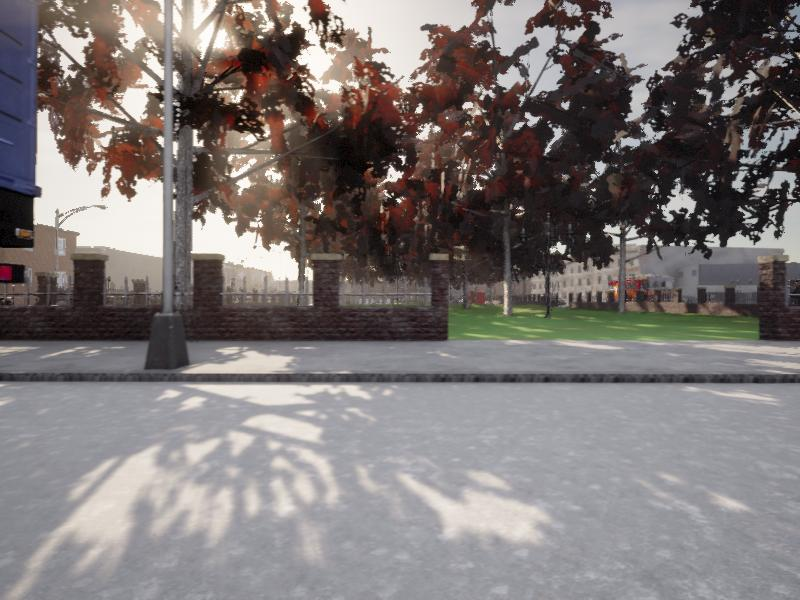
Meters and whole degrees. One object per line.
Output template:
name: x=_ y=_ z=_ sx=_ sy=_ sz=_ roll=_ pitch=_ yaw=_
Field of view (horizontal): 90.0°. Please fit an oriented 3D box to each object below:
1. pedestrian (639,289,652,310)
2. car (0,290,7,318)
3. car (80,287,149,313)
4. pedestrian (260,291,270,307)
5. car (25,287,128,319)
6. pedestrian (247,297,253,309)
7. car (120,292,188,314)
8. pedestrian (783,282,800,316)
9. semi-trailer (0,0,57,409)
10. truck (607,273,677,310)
pedestrian: x=22.313 y=-0.038 z=36.399 sx=0.751 sy=1.860 sz=0.751 roll=0 pitch=0 yaw=0
car: x=-22.260 y=0.204 z=19.126 sx=2.128 sy=1.511 sz=4.902 roll=0 pitch=0 yaw=0
car: x=-21.921 y=0.023 z=31.003 sx=1.932 sy=1.855 sz=4.605 roll=0 pitch=0 yaw=3
pedestrian: x=-15.496 y=-0.089 z=45.904 sx=0.751 sy=1.860 sz=0.751 roll=0 pitch=0 yaw=16
car: x=-18.073 y=0.152 z=22.740 sx=2.033 sy=1.649 sz=4.856 roll=0 pitch=0 yaw=-1
pedestrian: x=-13.823 y=0.293 z=36.900 sx=0.500 sy=1.100 sz=0.500 roll=0 pitch=0 yaw=-21
car: x=-17.984 y=0.210 z=29.597 sx=2.128 sy=1.511 sz=4.902 roll=0 pitch=0 yaw=-2
pedestrian: x=22.256 y=-0.038 z=22.484 sx=0.751 sy=1.860 sz=0.751 roll=0 pitch=0 yaw=0
semi-trailer: x=-10.654 y=-1.233 z=2.762 sx=14.254 sy=4.402 sz=2.717 roll=0 pitch=0 yaw=0
truck: x=27.144 y=-0.885 z=45.523 sx=2.891 sy=3.827 sz=8.468 roll=0 pitch=0 yaw=0
